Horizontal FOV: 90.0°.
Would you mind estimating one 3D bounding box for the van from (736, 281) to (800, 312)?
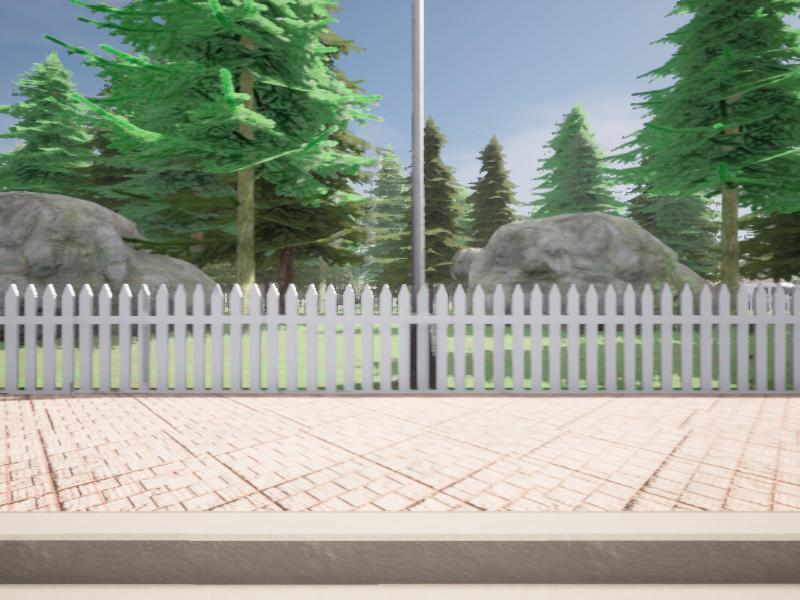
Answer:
[{"bbox_3d":[33.619,-0.292,35.943,1.988,2.561,5.915,0,0,1],"label":"van"}]
